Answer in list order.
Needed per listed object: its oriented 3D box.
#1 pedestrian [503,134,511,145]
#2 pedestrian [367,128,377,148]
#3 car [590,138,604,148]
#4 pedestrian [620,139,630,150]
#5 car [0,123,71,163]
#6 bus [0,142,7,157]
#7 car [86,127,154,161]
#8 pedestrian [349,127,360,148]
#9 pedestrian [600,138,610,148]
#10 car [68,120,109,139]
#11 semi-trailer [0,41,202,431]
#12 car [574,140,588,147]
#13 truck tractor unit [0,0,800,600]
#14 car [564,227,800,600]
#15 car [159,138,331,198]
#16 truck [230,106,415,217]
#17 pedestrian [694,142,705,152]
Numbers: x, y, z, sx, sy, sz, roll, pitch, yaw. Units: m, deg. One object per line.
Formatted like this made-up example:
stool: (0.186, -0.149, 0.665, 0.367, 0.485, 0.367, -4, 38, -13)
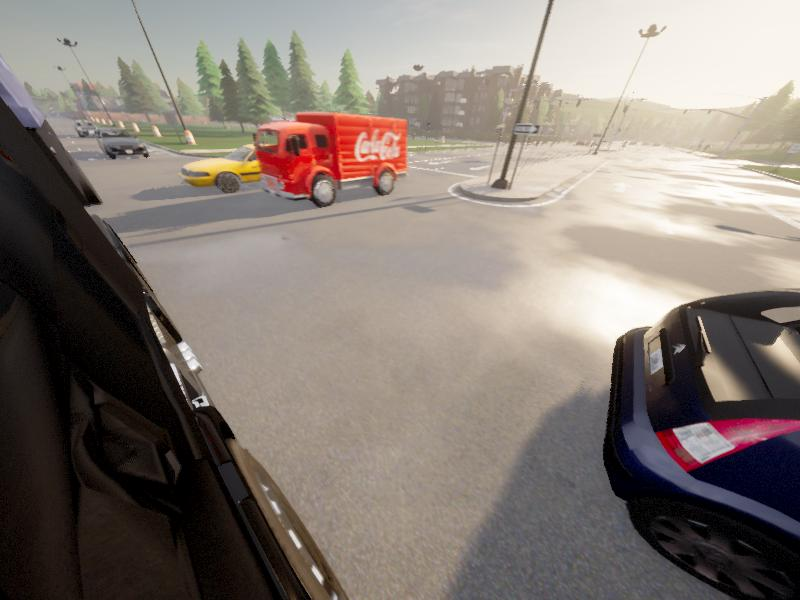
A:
pedestrian: (23.526, -35.242, 50.711, 0.751, 1.860, 0.751, 30, 45, 31)
pedestrian: (-3.209, -18.518, 26.385, 0.751, 1.860, 0.751, 32, 45, 33)
car: (50.514, -40.307, 59.229, 1.905, 1.878, 3.866, 28, 43, 30)
pedestrian: (47.340, -32.756, 48.702, 0.751, 1.860, 0.751, 25, 42, 27)
car: (-21.215, -9.077, 13.197, 4.902, 1.511, 2.128, 28, 44, 30)
bus: (-23.453, -8.743, 10.324, 10.273, 4.253, 3.944, 28, 44, 30)
car: (-17.563, -9.844, 14.487, 4.193, 1.474, 1.816, 28, 44, 30)
pedestrian: (-4.972, -17.788, 25.296, 0.751, 1.860, 0.751, 30, 45, 32)
pedestrian: (45.077, -34.523, 50.858, 0.751, 1.860, 0.751, -25, 45, -32)
car: (-33.545, -18.351, 24.857, 3.806, 1.475, 1.970, 28, 44, 30)
semi-trailer: (-8.705, -3.597, 4.227, 14.254, 4.402, 2.717, 28, 44, 30)
car: (48.183, -41.757, 61.493, 1.895, 1.301, 4.718, 28, 43, 30)
truck tractor unit: (-2.645, -0.295, 0.351, 6.516, 4.208, 3.053, 28, 44, 30)
car: (3.387, 1.260, 0.844, 3.988, 1.617, 1.851, 28, 44, 30)
car: (-5.722, -5.596, 9.466, 1.801, 1.575, 5.366, 29, 44, 30)
truck: (-2.191, -5.086, 8.261, 2.627, 2.467, 5.204, 28, 44, 30)
pedestrian: (71.652, -36.542, 55.222, 0.751, 1.860, 0.751, 29, 44, 30)
